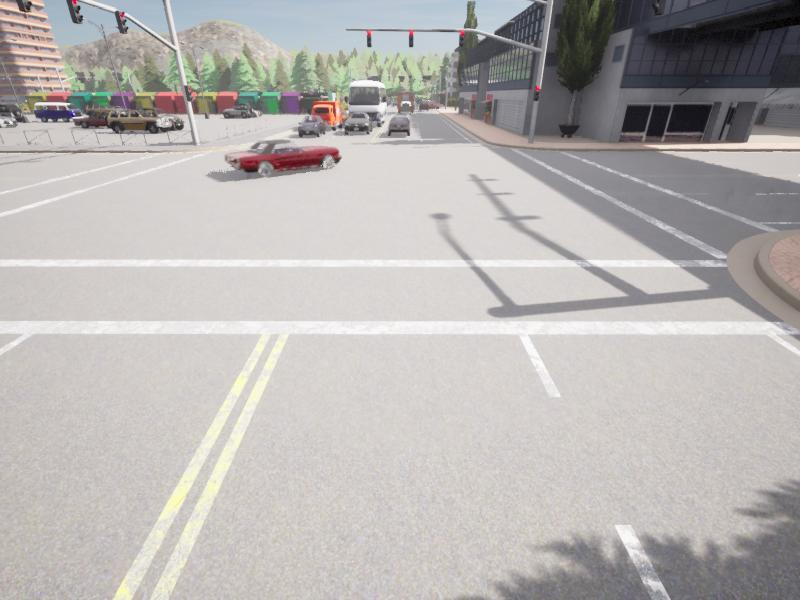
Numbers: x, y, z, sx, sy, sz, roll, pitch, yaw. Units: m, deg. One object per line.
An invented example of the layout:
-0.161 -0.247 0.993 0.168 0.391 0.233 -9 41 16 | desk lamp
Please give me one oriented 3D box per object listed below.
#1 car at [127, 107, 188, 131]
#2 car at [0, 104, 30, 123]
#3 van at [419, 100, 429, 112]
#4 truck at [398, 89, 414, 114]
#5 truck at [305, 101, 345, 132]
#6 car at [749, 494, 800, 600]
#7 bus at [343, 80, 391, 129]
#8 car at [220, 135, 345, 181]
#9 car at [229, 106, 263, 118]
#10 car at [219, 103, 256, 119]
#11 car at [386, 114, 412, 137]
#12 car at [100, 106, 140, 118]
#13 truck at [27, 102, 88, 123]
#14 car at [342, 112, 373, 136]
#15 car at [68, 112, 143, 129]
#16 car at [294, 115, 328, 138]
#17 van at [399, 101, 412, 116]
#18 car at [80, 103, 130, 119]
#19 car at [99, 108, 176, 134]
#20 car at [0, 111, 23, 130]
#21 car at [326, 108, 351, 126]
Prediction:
-21.358 -15.994 35.360 3.866 1.878 1.905 0 27 0 | car
-45.217 -21.213 45.520 3.866 1.878 1.905 0 27 0 | car
4.808 -38.664 79.708 1.775 1.987 4.442 1 27 1 | van
1.144 -36.684 73.836 2.891 3.827 8.468 1 27 1 | truck
-6.971 -17.538 38.055 2.627 2.467 5.204 1 27 1 | truck
3.500 2.271 0.697 1.994 1.385 4.181 0 27 0 | car
-3.194 -21.033 42.912 3.944 4.253 10.273 1 27 1 | bus
-4.950 -6.255 17.373 4.718 1.301 1.895 -21 34 -34 | car
-21.343 -26.071 55.501 3.806 1.475 1.970 0 27 0 | car
-21.359 -24.960 52.816 3.866 1.878 1.905 0 27 0 | car
-0.049 -15.063 34.413 2.033 1.411 5.357 0 27 1 | car
-38.810 -26.105 55.497 3.905 1.438 1.784 0 27 0 | car
-38.837 -21.298 45.472 4.478 2.038 2.069 0 27 0 | truck
-3.562 -15.364 34.751 2.152 1.651 5.027 0 27 0 | car
-27.794 -17.033 37.893 5.357 1.415 2.033 0 27 0 | car
-7.087 -14.015 32.225 1.845 1.501 3.633 0 27 1 | car
0.981 -31.597 65.899 2.069 2.038 4.480 1 27 1 | van
-38.879 -24.969 52.825 4.605 1.855 1.932 0 27 0 | car
-21.418 -14.674 32.785 4.605 1.855 1.932 0 27 0 | car
-38.820 -17.032 37.905 3.806 1.475 1.970 0 27 0 | car
-6.776 -20.544 44.880 1.801 1.575 5.366 1 27 1 | car
